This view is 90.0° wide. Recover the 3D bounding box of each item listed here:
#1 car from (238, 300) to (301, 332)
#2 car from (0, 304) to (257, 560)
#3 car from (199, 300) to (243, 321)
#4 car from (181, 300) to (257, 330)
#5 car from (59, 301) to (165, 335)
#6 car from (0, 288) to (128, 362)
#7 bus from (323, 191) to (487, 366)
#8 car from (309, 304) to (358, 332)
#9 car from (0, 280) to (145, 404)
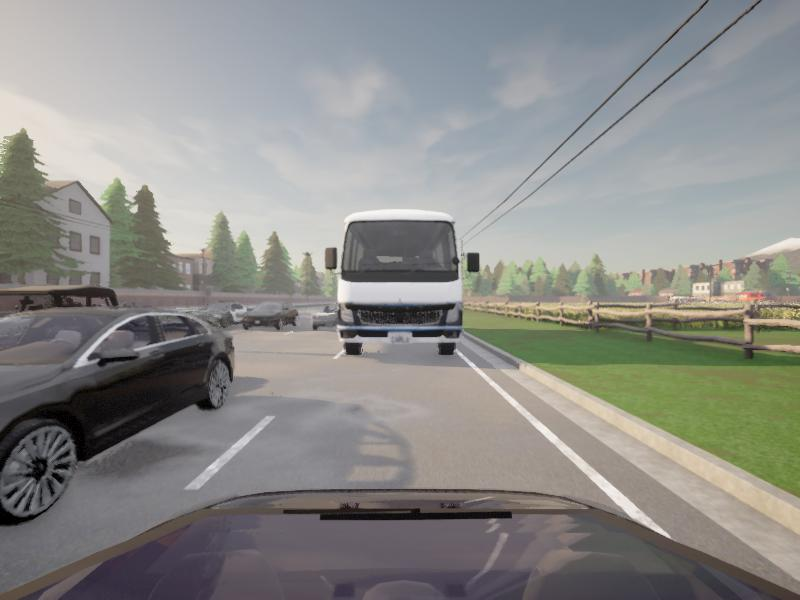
[{"bbox_3d":[-7.014,0.791,22.154,1.882,1.535,5.008,0,1,0],"label":"car"},{"bbox_3d":[-3.500,0.829,4.377,2.128,1.511,4.902,0,0,0],"label":"car"},{"bbox_3d":[-14.006,0.768,31.573,1.789,1.549,3.705,0,0,0],"label":"car"},{"bbox_3d":[-10.319,0.795,23.325,2.038,1.542,4.974,0,0,2],"label":"car"},{"bbox_3d":[-14.002,0.800,19.882,2.007,1.525,4.514,0,0,0],"label":"car"},{"bbox_3d":[-10.499,0.627,12.103,1.905,1.878,3.866,0,0,0],"label":"car"},{"bbox_3d":[0.119,-0.558,14.826,3.944,4.253,10.273,0,0,0],"label":"bus"},{"bbox_3d":[-3.503,0.913,21.890,1.895,1.301,4.718,0,0,0],"label":"car"},{"bbox_3d":[-7.002,0.636,7.539,1.905,1.878,3.866,0,0,0],"label":"car"}]
